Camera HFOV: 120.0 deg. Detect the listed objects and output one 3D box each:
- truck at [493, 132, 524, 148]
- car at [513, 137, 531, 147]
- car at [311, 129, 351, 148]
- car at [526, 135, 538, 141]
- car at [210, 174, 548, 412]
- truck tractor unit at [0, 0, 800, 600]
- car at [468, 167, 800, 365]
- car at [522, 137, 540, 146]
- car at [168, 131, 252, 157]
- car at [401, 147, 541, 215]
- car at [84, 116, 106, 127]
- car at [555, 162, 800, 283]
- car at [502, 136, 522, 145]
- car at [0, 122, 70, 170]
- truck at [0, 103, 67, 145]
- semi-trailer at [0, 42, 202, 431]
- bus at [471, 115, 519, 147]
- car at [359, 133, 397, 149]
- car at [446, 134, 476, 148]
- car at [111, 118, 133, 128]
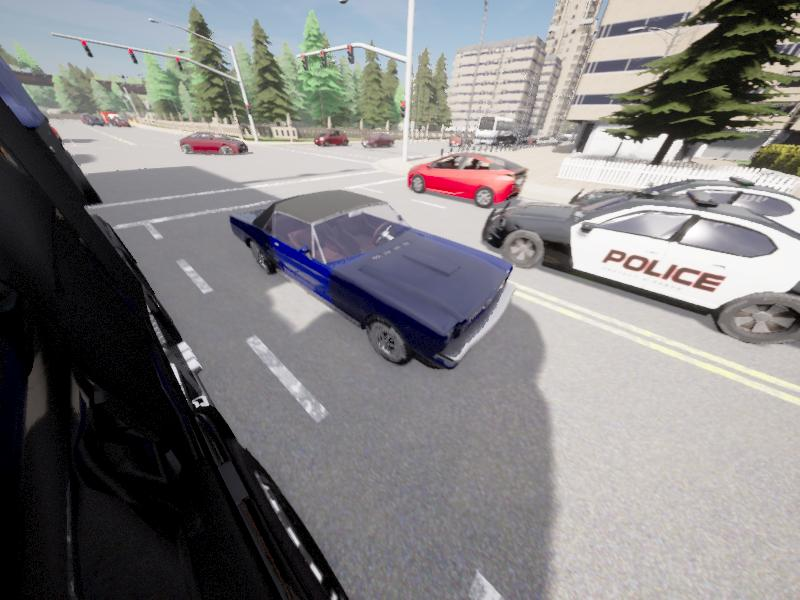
[{"bbox_3d":[19.097,-28.109,40.534,2.390,2.098,6.274,29,44,31],"label":"truck"},{"bbox_3d":[24.009,-31.177,45.441,1.816,1.474,4.193,28,44,30],"label":"car"},{"bbox_3d":[-8.058,-19.052,27.228,1.851,1.617,3.988,30,45,31],"label":"car"},{"bbox_3d":[45.460,-55.750,79.451,1.801,1.575,5.366,28,44,30],"label":"car"},{"bbox_3d":[-0.739,-0.819,3.611,4.718,1.301,1.895,28,44,30],"label":"car"},{"bbox_3d":[-2.645,-0.295,0.351,6.516,4.208,3.053,28,44,30],"label":"truck tractor unit"},{"bbox_3d":[4.096,-1.084,4.060,4.974,1.542,2.038,28,44,30],"label":"car"},{"bbox_3d":[28.132,-33.968,49.501,1.994,1.385,4.181,28,44,30],"label":"car"},{"bbox_3d":[-13.890,-11.647,17.198,4.181,1.385,1.994,-1,37,-5],"label":"car"},{"bbox_3d":[2.418,-4.761,8.867,4.514,1.525,2.007,29,44,31],"label":"car"},{"bbox_3d":[-61.387,-35.910,46.496,3.988,1.617,1.851,28,44,30],"label":"car"},{"bbox_3d":[7.157,-2.196,5.727,4.974,1.542,2.038,28,44,30],"label":"car"},{"bbox_3d":[24.424,-34.743,50.193,2.128,1.511,4.902,28,44,30],"label":"car"},{"bbox_3d":[-19.041,-7.947,11.726,5.238,1.638,1.930,28,44,30],"label":"car"},{"bbox_3d":[-31.003,-14.658,19.232,5.204,2.467,2.627,29,44,29],"label":"truck"},{"bbox_3d":[-8.709,-3.593,4.225,14.254,4.402,2.717,28,44,30],"label":"semi-trailer"},{"bbox_3d":[17.801,-31.368,43.007,3.944,4.253,10.273,28,44,30],"label":"bus"},{"bbox_3d":[-2.555,-19.445,28.219,1.812,1.442,4.674,28,44,30],"label":"car"},{"bbox_3d":[9.474,-24.510,35.547,2.152,1.651,5.027,27,43,29],"label":"car"},{"bbox_3d":[-56.838,-36.176,47.235,3.806,1.475,1.970,28,44,30],"label":"car"}]
